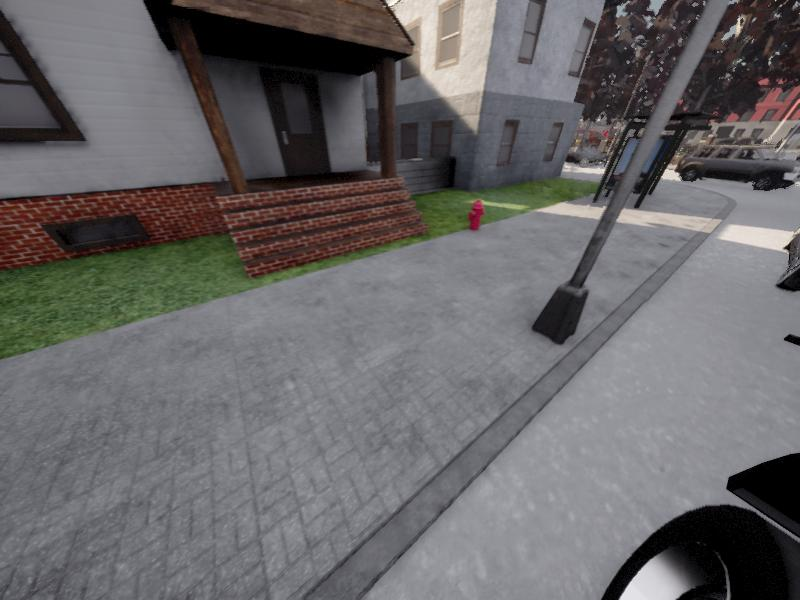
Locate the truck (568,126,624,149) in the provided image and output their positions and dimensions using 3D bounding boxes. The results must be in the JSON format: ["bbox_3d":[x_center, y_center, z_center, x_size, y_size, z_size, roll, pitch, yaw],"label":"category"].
[{"bbox_3d":[44.082,-36.840,52.422,2.891,3.827,8.468,-22,41,-28],"label":"truck"}]

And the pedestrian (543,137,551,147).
[{"bbox_3d":[35.633,-38.247,55.972,0.751,1.860,0.751,-22,41,-28],"label":"pedestrian"}]

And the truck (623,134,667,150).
[{"bbox_3d":[49.340,-31.982,46.665,2.627,2.467,5.204,-23,41,-28],"label":"truck"}]

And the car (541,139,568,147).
[{"bbox_3d":[39.201,-39.949,58.782,2.152,1.651,5.027,-22,41,-28],"label":"car"}]

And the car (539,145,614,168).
[{"bbox_3d":[16.038,-13.323,21.340,2.128,1.511,4.902,-22,41,-28],"label":"car"}]

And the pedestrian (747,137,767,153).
[{"bbox_3d":[52.366,-22.787,33.912,0.751,1.860,0.751,-23,41,-28],"label":"pedestrian"}]

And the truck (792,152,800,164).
[{"bbox_3d":[39.648,-14.038,21.315,5.204,2.467,2.627,-22,41,-28],"label":"truck"}]

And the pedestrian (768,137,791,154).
[{"bbox_3d":[52.047,-21.215,31.687,0.751,1.860,0.751,29,44,35],"label":"pedestrian"}]

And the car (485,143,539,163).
[{"bbox_3d":[12.336,-16.597,25.912,2.033,1.649,4.856,-23,41,-29],"label":"car"}]

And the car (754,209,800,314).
[{"bbox_3d":[8.505,-0.935,3.846,4.902,1.511,2.128,-22,41,-28],"label":"car"}]

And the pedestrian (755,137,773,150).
[{"bbox_3d":[63.130,-27.187,40.053,0.751,1.860,0.751,-29,44,-34],"label":"pedestrian"}]

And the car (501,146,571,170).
[{"bbox_3d":[11.851,-12.761,20.594,1.837,1.490,4.892,-22,41,-28],"label":"car"}]

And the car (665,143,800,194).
[{"bbox_3d":[17.897,-7.059,12.123,1.932,1.855,4.605,-10,37,-14],"label":"car"}]
